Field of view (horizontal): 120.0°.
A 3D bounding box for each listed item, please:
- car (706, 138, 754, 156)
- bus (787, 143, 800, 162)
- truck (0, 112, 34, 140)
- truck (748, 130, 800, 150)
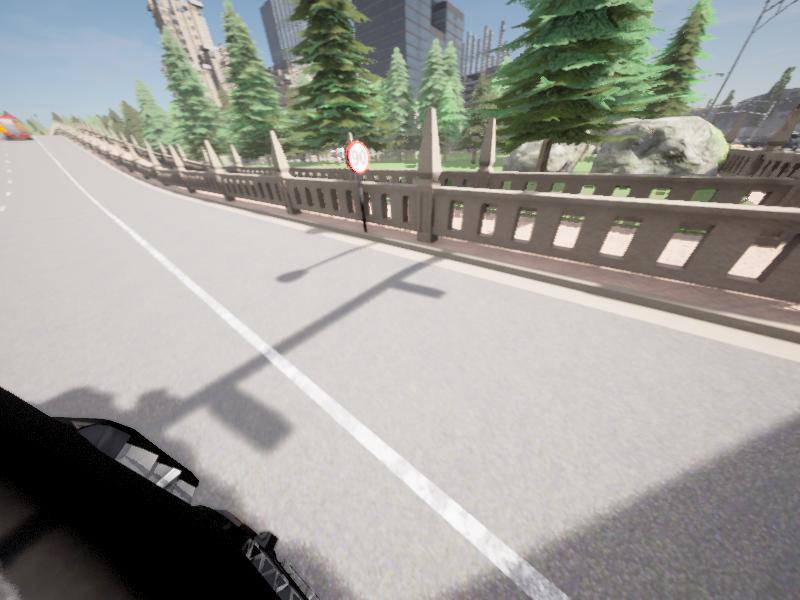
[{"bbox_3d":[39.100,-18.305,27.552,1.801,1.575,5.366,21,40,32],"label":"car"},{"bbox_3d":[32.478,-11.185,14.793,3.944,4.253,10.273,21,40,32],"label":"bus"},{"bbox_3d":[-71.543,-32.025,42.457,8.468,3.827,2.891,26,43,28],"label":"truck"},{"bbox_3d":[52.758,-22.475,32.439,2.390,2.098,6.274,21,40,32],"label":"truck"}]
